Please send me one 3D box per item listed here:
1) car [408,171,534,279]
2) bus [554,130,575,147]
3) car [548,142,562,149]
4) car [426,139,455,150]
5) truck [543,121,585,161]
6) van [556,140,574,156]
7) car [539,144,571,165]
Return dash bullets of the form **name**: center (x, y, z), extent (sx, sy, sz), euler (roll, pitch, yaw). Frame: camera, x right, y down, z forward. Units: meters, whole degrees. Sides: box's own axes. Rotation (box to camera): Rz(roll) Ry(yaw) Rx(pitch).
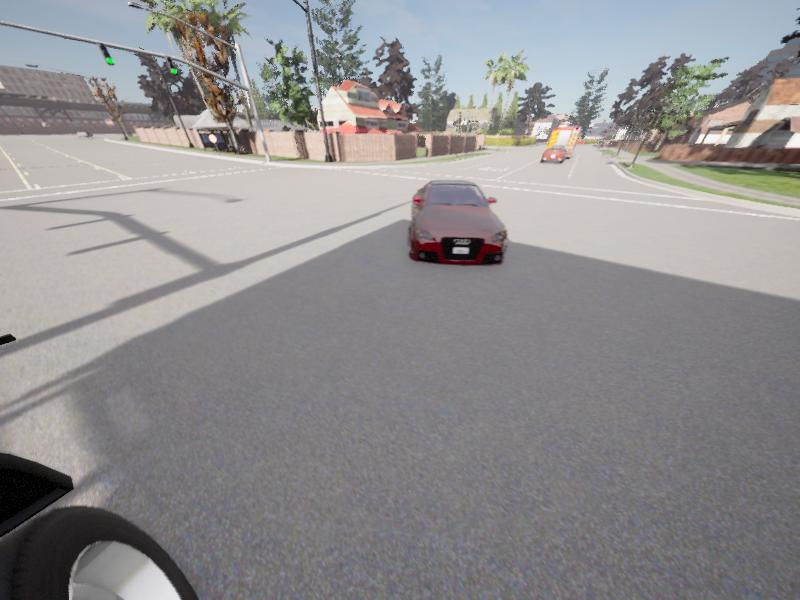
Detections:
- **car**: center (1.291, -2.228, 5.868), extent (1.994, 1.385, 4.181), euler (3, 35, 3)
- **bus**: center (52.682, -51.587, 73.825), extent (3.944, 4.253, 10.273), euler (21, 40, 27)
- **car**: center (38.537, -38.412, 57.349), extent (1.845, 1.501, 3.633), euler (27, 43, 32)
- **car**: center (7.991, -30.675, 45.481), extent (5.027, 1.636, 2.152), euler (21, 40, 27)
- **truck**: center (21.973, -21.173, 30.805), extent (2.891, 3.827, 8.468), euler (21, 40, 27)
- **van**: center (26.754, -24.737, 37.496), extent (1.775, 1.987, 4.442), euler (19, 39, 25)
- **car**: center (17.281, -16.196, 25.616), extent (2.152, 1.651, 5.027), euler (21, 40, 26)
